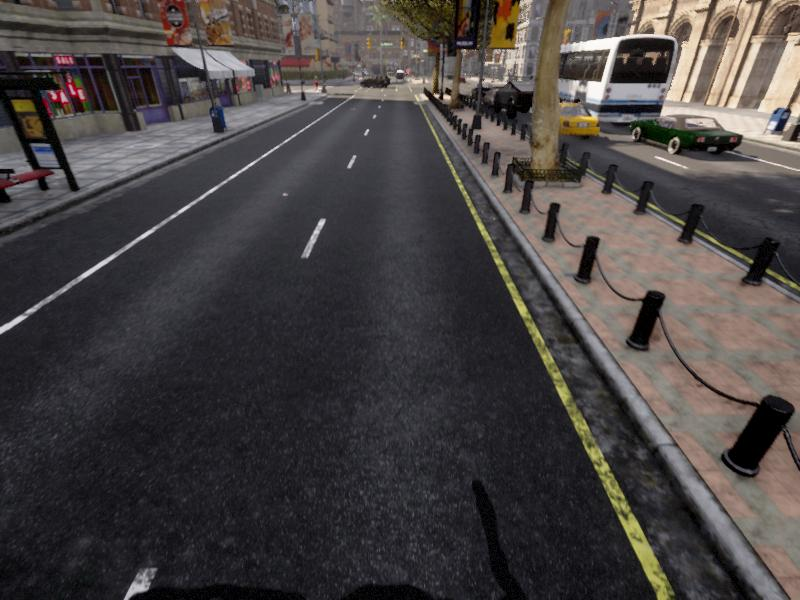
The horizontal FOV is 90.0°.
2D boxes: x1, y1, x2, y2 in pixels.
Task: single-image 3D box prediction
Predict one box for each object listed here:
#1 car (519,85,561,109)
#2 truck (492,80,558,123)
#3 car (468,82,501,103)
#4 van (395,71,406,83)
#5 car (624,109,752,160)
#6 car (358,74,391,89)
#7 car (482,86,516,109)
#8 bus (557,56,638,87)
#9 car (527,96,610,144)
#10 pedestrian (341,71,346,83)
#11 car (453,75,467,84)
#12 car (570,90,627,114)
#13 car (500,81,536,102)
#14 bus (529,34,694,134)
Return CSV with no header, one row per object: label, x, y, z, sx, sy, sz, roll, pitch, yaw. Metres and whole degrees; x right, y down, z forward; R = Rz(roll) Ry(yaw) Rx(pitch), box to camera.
car,11.527,-16.943,33.338,1.837,1.490,4.892,0,30,0
truck,8.022,-13.310,26.554,2.390,2.098,6.274,0,30,0
car,8.029,-19.973,38.478,2.128,1.511,4.902,0,30,0
van,0.064,-45.328,81.114,2.069,2.038,4.480,0,30,0
car,11.515,-6.944,16.511,1.895,1.301,4.718,0,30,0
car,-3.793,-33.021,60.320,4.605,1.855,1.932,11,32,18
car,8.027,-16.670,32.836,1.845,1.501,3.633,0,30,0
bus,31.445,-36.653,64.184,10.273,4.253,3.944,0,30,0
car,8.018,-8.985,19.703,1.801,1.575,5.366,0,30,0
pedestrian,-10.612,-42.011,75.290,0.751,1.860,0.751,5,31,8
car,11.557,-42.737,77.374,1.994,1.385,4.181,0,30,0
car,14.774,-14.927,30.094,1.895,1.301,4.718,0,30,0
car,11.533,-20.612,39.452,2.033,1.649,4.856,0,30,0
bus,11.390,-12.876,23.693,3.944,4.253,10.273,0,30,0
